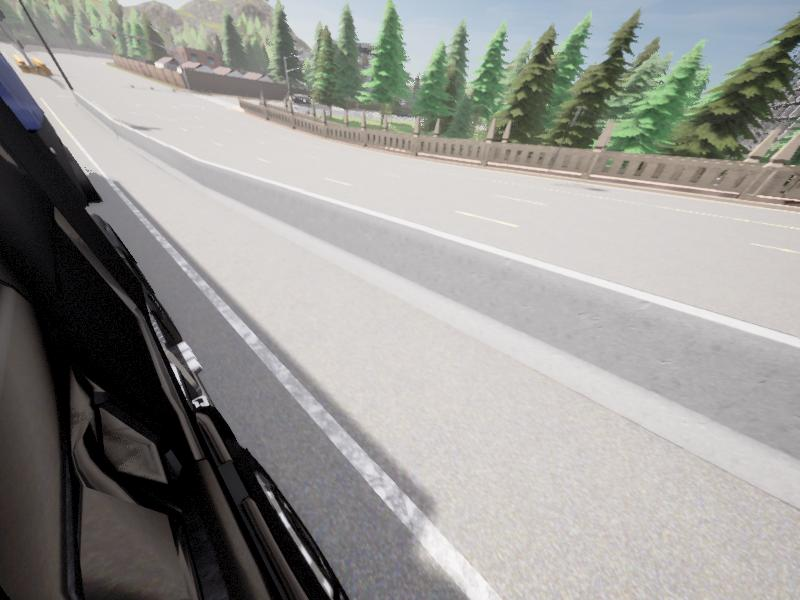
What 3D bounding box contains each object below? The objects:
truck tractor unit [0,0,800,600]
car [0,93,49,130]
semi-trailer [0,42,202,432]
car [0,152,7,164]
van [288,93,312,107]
[{"bbox_3d":[-2.645,-0.295,0.352,6.516,4.208,3.053,28,44,30],"label":"truck tractor unit"},{"bbox_3d":[-25.658,-12.541,15.319,3.806,1.475,1.970,33,46,26],"label":"car"},{"bbox_3d":[-8.681,-3.643,4.205,14.254,4.402,2.717,29,44,30],"label":"semi-trailer"},{"bbox_3d":[-16.726,-5.349,8.124,1.994,1.385,4.181,-27,49,-35],"label":"car"},{"bbox_3d":[-23.865,-47.866,55.322,2.069,2.038,4.480,35,47,26],"label":"van"}]
